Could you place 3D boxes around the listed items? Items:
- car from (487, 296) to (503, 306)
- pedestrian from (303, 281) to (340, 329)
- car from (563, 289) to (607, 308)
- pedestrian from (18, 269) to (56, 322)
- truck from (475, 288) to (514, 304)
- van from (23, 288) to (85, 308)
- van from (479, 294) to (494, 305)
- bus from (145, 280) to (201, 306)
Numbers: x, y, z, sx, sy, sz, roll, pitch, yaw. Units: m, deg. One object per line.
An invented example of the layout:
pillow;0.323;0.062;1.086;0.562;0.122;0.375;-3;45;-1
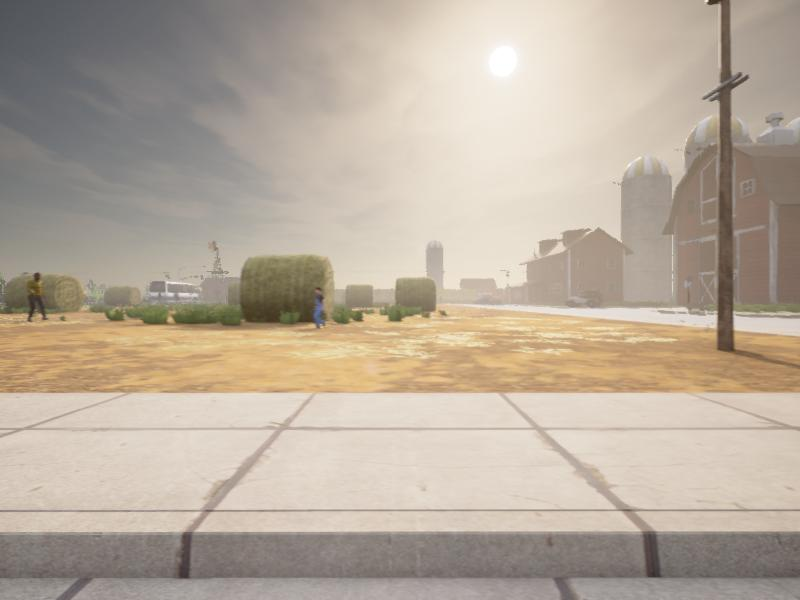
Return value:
car;16.053;0.190;68.031;1.789;1.549;3.705;0;0;-1
pedestrian;-2.238;0.138;11.401;0.751;1.300;0.751;0;0;-39
car;20.686;-0.135;44.840;1.905;1.878;3.866;-8;4;-43
pedestrian;-13.062;-0.147;14.419;0.751;1.860;0.751;0;0;20
truck;21.840;-0.922;92.563;8.468;3.827;2.891;0;0;0
van;-45.222;-0.271;52.545;2.351;2.431;6.366;0;0;3
van;15.932;-0.026;74.100;1.775;1.987;4.442;0;0;-1
bus;-40.903;-1.183;72.611;3.944;4.253;10.273;0;0;3
